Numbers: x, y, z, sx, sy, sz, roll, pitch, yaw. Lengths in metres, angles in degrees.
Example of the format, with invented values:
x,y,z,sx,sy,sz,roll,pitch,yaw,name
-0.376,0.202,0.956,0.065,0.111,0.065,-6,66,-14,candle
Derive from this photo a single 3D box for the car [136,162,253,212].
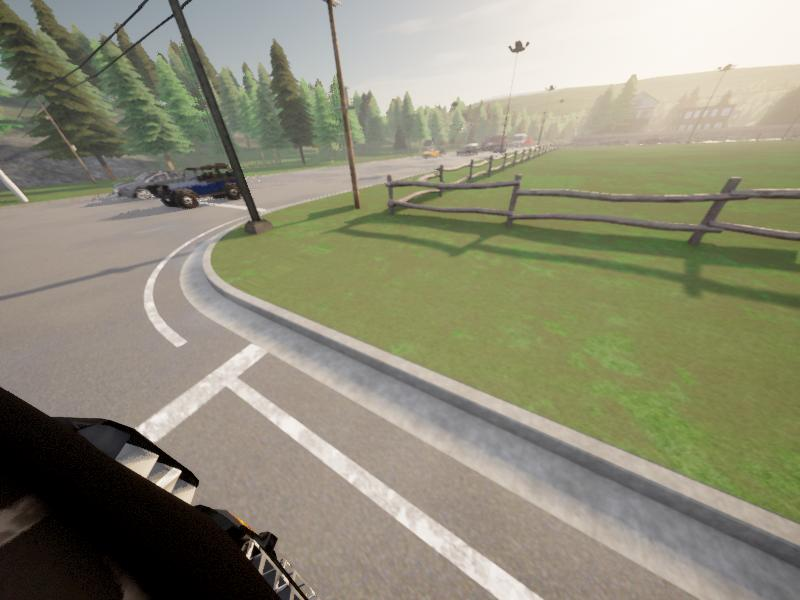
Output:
x,y,z,sx,sy,sz,roll,pitch,yaw,name
-10.732,-6.225,12.497,1.905,1.878,3.866,14,37,24,car

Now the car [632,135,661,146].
x,y,z,sx,sy,sz,roll,pitch,yaw,name
57.031,-37.041,53.550,3.866,1.878,1.905,16,38,27,car

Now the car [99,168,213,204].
x,y,z,sx,sy,sz,roll,pitch,yaw,name
-16.529,-8.049,16.053,2.128,1.511,4.902,15,37,25,car

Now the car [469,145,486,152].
x,y,z,sx,sy,sz,roll,pitch,yaw,name
23.628,-46.134,70.406,5.027,1.651,2.152,-23,39,-28,car

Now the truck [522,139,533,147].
x,y,z,sx,sy,sz,roll,pitch,yaw,name
48.758,-59.817,87.996,2.627,2.467,5.204,17,38,27,truck

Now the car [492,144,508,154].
x,y,z,sx,sy,sz,roll,pitch,yaw,name
22.889,-34.720,53.038,2.242,1.667,4.611,17,39,27,car

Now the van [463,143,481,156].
x,y,z,sx,sy,sz,roll,pitch,yaw,name
14.805,-30.978,47.636,2.069,2.038,4.480,17,38,27,van

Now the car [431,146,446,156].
x,y,z,sx,sy,sz,roll,pitch,yaw,name
9.742,-37.295,57.706,1.932,1.855,4.605,17,38,27,car

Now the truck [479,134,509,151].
x,y,z,sx,sy,sz,roll,pitch,yaw,name
27.977,-46.625,68.542,8.468,3.827,2.891,-20,37,-24,truck

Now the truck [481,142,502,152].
x,y,z,sx,sy,sz,roll,pitch,yaw,name
25.334,-42.525,64.137,6.274,2.098,2.390,-28,41,-33,truck

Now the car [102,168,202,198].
x,y,z,sx,sy,sz,roll,pitch,yaw,name
-19.161,-9.319,18.195,1.837,1.490,4.892,15,37,25,car

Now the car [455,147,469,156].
x,y,z,sx,sy,sz,roll,pitch,yaw,name
14.168,-33.869,52.551,1.816,1.474,4.193,17,38,27,car

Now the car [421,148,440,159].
x,y,z,sx,sy,sz,roll,pitch,yaw,name
6.347,-30.194,47.580,1.882,1.535,5.008,17,38,27,car
